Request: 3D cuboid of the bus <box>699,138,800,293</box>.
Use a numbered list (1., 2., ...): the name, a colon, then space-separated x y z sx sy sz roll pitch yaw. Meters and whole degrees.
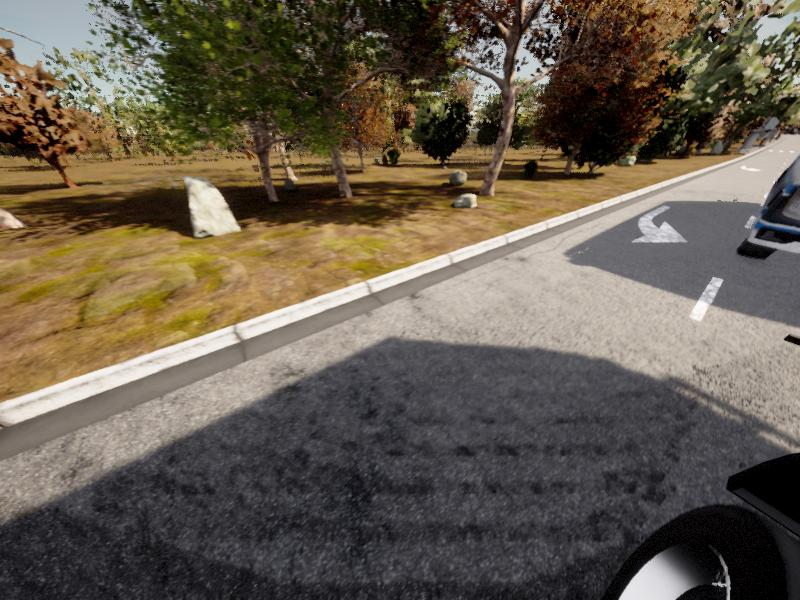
1. bus: 11.588 -3.225 4.731 10.273 4.253 3.944 -22 41 -28
